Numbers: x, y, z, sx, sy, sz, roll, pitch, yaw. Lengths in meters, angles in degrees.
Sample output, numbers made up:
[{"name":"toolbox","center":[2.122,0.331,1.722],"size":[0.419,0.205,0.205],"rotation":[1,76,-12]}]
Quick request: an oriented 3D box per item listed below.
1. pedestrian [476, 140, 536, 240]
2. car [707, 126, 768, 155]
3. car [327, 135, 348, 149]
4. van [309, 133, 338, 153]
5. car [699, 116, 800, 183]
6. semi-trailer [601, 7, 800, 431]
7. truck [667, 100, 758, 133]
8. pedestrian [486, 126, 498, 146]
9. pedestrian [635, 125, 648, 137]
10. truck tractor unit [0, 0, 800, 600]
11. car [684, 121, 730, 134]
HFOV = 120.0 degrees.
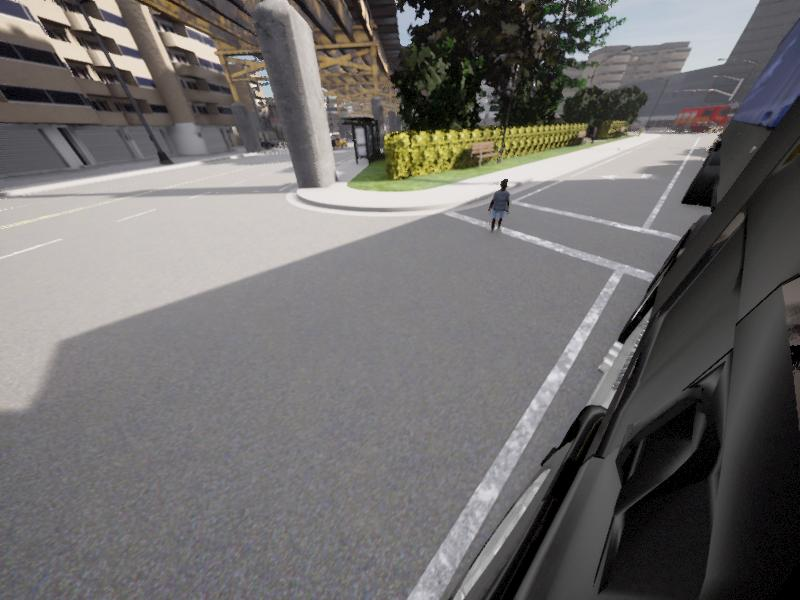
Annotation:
[{"name":"pedestrian","center":[2.302,-2.414,5.144],"size":[0.751,1.860,0.751],"rotation":[13,39,20]},{"name":"car","center":[24.016,-11.516,16.623],"size":[4.674,1.442,1.812],"rotation":[-30,45,-32]},{"name":"car","center":[-9.816,-25.136,36.766],"size":[1.801,1.575,5.366],"rotation":[0,37,3]},{"name":"van","center":[-10.076,-21.086,30.925],"size":[2.069,2.038,4.480],"rotation":[0,37,3]},{"name":"car","center":[15.767,-6.886,10.363],"size":[5.566,2.045,2.150],"rotation":[-30,45,-33]},{"name":"semi-trailer","center":[8.535,-3.690,4.411],"size":[14.254,4.402,2.717],"rotation":[-30,45,-32]},{"name":"truck","center":[50.945,-30.161,38.315],"size":[2.891,3.827,8.468],"rotation":[0,36,3]},{"name":"pedestrian","center":[10.780,-19.273,27.091],"size":[0.751,1.860,0.751],"rotation":[-3,37,-1]},{"name":"pedestrian","center":[33.191,-23.242,31.775],"size":[0.751,1.300,0.751],"rotation":[-30,45,-32]},{"name":"truck tractor unit","center":[2.645,-0.295,0.351],"size":[6.516,4.208,3.053],"rotation":[-28,44,-30]},{"name":"car","center":[47.362,-26.707,35.813],"size":[1.970,1.475,3.806],"rotation":[0,37,3]}]
